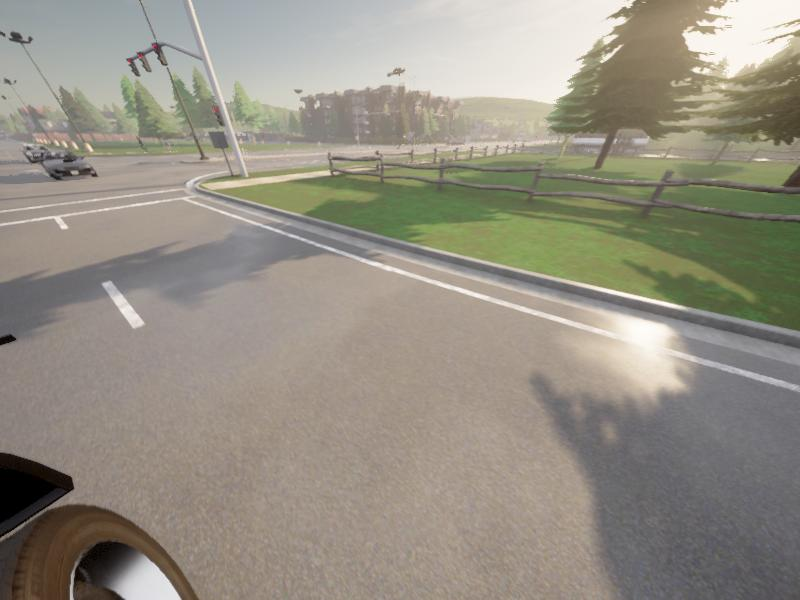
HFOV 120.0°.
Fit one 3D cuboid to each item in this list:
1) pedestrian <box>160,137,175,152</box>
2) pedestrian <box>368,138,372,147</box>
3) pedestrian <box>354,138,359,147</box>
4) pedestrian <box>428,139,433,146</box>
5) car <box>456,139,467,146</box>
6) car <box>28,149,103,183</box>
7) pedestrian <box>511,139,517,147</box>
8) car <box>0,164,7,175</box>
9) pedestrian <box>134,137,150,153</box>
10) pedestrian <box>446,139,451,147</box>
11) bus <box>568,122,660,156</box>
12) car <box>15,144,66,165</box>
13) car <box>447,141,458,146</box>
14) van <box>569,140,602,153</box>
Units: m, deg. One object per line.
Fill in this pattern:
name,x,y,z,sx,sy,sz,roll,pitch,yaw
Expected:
pedestrian,-34.927,-23.333,34.676,0.751,1.860,0.751,25,42,30
pedestrian,-8.151,-42.684,62.609,0.751,1.860,0.751,22,41,28
pedestrian,-11.160,-40.349,59.008,0.751,1.860,0.751,20,40,25
pedestrian,8.995,-46.388,68.066,0.751,1.860,0.751,-29,44,-35
car,20.235,-51.812,75.850,1.905,1.878,3.866,22,41,28
car,-20.622,-8.347,14.239,4.193,1.474,1.816,22,41,28
pedestrian,30.084,-41.593,61.160,0.751,1.860,0.751,30,45,35
car,-29.142,-9.378,15.582,4.902,1.511,2.128,22,41,28
pedestrian,-37.040,-22.253,33.126,0.751,1.860,0.751,28,44,33
pedestrian,14.212,-45.816,67.464,0.751,1.860,0.751,26,42,31
bus,35.369,-27.169,39.045,10.273,4.253,3.944,22,41,28
car,-33.948,-13.792,21.814,3.806,1.475,1.970,22,41,28
car,17.688,-53.019,78.022,1.895,1.301,4.718,22,41,28
van,34.914,-28.985,43.572,4.442,1.987,1.775,22,41,28
